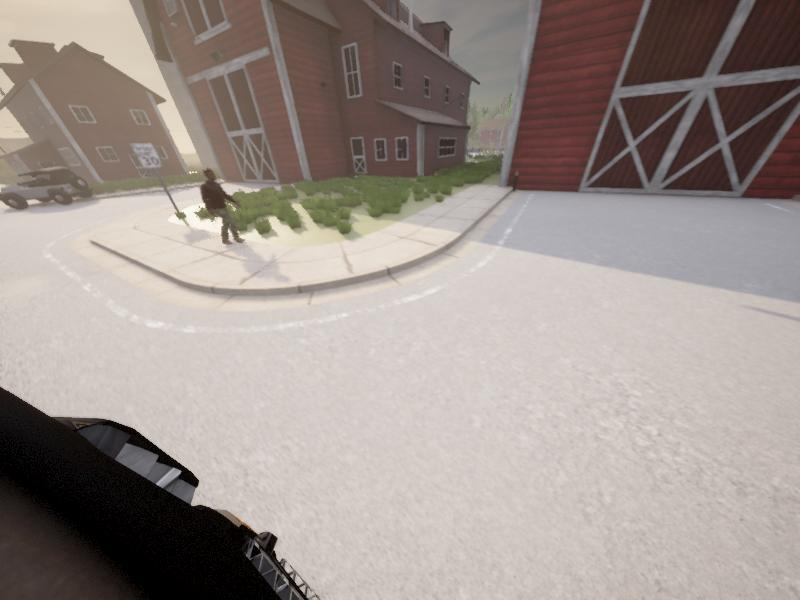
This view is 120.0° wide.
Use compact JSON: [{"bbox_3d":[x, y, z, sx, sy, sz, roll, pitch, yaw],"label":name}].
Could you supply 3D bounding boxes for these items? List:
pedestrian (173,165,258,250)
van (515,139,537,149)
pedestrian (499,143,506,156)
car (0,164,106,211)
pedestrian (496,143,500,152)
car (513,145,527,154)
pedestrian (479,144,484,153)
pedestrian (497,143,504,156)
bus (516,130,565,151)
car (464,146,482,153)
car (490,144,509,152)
[{"bbox_3d":[-4.541,-2.308,5.859,0.751,1.860,0.751,2,34,7],"label":"pedestrian"},{"bbox_3d":[41.870,-51.702,76.728,5.915,2.561,1.988,16,38,26],"label":"van"},{"bbox_3d":[18.760,-27.540,42.287,0.751,1.860,0.751,17,38,27],"label":"pedestrian"},{"bbox_3d":[-21.967,-6.982,14.288,3.866,1.878,1.905,-11,40,-8],"label":"car"},{"bbox_3d":[25.591,-39.789,60.297,0.751,1.860,0.751,15,37,25],"label":"pedestrian"},{"bbox_3d":[26.563,-33.294,51.053,1.816,1.474,4.193,16,38,26],"label":"car"},{"bbox_3d":[20.646,-38.318,58.452,0.751,1.860,0.751,-29,41,-34],"label":"pedestrian"},{"bbox_3d":[18.614,-27.961,42.936,0.751,1.860,0.751,5,34,12],"label":"pedestrian"},{"bbox_3d":[37.754,-43.130,62.552,10.273,4.253,3.944,-7,34,-6],"label":"bus"},{"bbox_3d":[22.141,-45.902,70.428,4.611,1.667,2.242,16,38,26],"label":"car"},{"bbox_3d":[28.782,-44.110,66.974,4.553,1.767,2.097,16,38,26],"label":"car"}]
